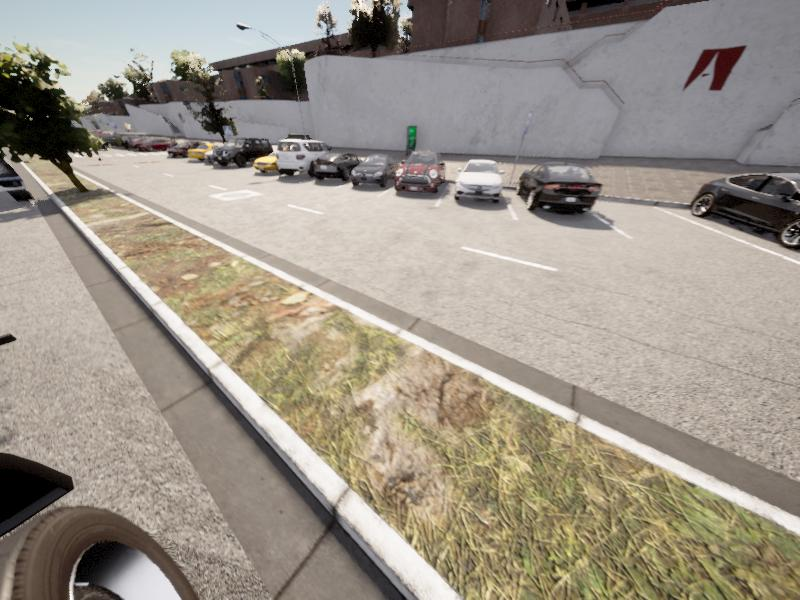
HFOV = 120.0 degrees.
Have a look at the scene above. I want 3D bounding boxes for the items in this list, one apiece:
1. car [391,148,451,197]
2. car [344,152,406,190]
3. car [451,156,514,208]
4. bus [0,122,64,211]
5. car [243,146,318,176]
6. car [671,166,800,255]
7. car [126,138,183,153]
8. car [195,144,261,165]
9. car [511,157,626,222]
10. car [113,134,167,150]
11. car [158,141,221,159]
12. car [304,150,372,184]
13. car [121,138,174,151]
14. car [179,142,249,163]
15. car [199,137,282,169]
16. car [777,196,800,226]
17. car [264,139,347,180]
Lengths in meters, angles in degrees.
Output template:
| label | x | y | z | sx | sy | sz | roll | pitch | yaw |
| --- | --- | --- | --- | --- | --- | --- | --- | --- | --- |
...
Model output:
| label | x | y | z | sx | sy | sz | roll | pitch | yaw |
| --- | --- | --- | --- | --- | --- | --- | --- | --- | --- |
| car | 1.239 | -6.827 | 12.056 | 2.185 | 1.767 | 4.553 | 10 | 35 | 12 |
| car | -1.226 | -7.681 | 13.525 | 2.002 | 1.452 | 4.674 | 10 | 36 | 12 |
| car | 3.686 | -5.668 | 10.729 | 2.002 | 1.452 | 4.674 | 10 | 35 | 12 |
| bus | -18.604 | -6.304 | 8.844 | 10.273 | 4.253 | 3.944 | 22 | 40 | 27 |
| car | -8.655 | -10.673 | 17.528 | 1.946 | 1.575 | 5.366 | 10 | 36 | 11 |
| car | 11.053 | -2.651 | 6.494 | 2.163 | 1.488 | 4.792 | 9 | 35 | 12 |
| car | -33.193 | -21.106 | 31.443 | 2.163 | 1.488 | 4.792 | 10 | 36 | 11 |
| car | -15.983 | -13.832 | 21.851 | 2.002 | 1.452 | 4.674 | 10 | 36 | 11 |
| car | 6.138 | -4.693 | 9.300 | 2.097 | 1.535 | 5.008 | 9 | 35 | 12 |
| car | -38.096 | -23.309 | 34.093 | 2.185 | 1.767 | 4.553 | 10 | 36 | 12 |
| car | -23.365 | -16.940 | 25.948 | 2.163 | 1.488 | 4.792 | 10 | 36 | 11 |
| car | -3.689 | -8.724 | 14.937 | 2.163 | 1.488 | 4.792 | 9 | 36 | 12 |
| car | -35.653 | -22.154 | 32.845 | 2.002 | 1.452 | 4.674 | 10 | 36 | 12 |
| car | -18.402 | -15.004 | 23.350 | 1.946 | 1.575 | 5.366 | 10 | 36 | 12 |
| car | -13.522 | -13.014 | 20.277 | 2.435 | 2.045 | 5.566 | 10 | 36 | 11 |
| car | 13.517 | -1.878 | 4.934 | 2.435 | 2.045 | 5.566 | 9 | 35 | 12 |
| car | -6.140 | -9.971 | 16.166 | 2.435 | 2.045 | 5.566 | 9 | 36 | 12 |
